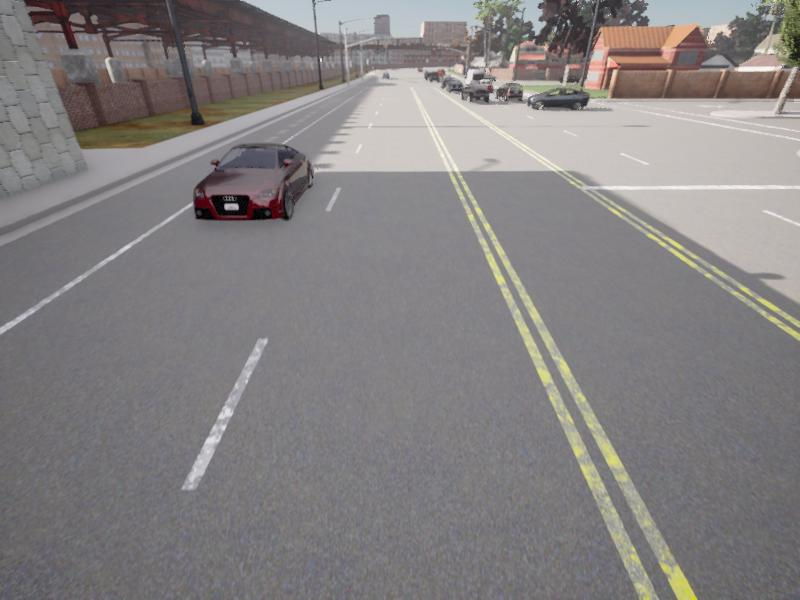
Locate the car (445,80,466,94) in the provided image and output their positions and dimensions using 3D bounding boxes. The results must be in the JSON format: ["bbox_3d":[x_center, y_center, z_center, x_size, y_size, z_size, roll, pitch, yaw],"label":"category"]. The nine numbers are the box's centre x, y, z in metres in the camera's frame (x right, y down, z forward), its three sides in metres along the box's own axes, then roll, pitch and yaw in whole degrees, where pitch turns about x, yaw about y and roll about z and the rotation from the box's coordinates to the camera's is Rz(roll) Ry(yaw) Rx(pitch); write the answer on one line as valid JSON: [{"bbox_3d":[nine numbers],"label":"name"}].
[{"bbox_3d":[7.043,-27.474,51.479,2.033,1.411,5.357,0,30,0],"label":"car"}]

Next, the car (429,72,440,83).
[{"bbox_3d":[7.092,-45.893,82.411,1.905,1.878,3.866,0,31,0],"label":"car"}]

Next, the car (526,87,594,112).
[{"bbox_3d":[12.370,-15.711,31.282,4.514,1.525,2.007,5,31,8],"label":"car"}]

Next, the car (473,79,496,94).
[{"bbox_3d":[10.578,-26.842,50.322,1.970,1.475,3.806,0,30,0],"label":"car"}]

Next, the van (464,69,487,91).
[{"bbox_3d":[10.555,-31.000,56.365,1.988,2.561,5.915,0,30,0],"label":"van"}]

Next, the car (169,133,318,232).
[{"bbox_3d":[-3.474,-3.089,9.895,1.994,1.385,4.181,0,30,0],"label":"car"}]

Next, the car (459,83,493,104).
[{"bbox_3d":[7.181,-19.736,38.181,1.837,1.490,4.892,-3,31,-5],"label":"car"}]

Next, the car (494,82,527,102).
[{"bbox_3d":[10.761,-20.404,39.257,1.789,1.549,3.705,-4,30,-6],"label":"car"}]

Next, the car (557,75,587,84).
[{"bbox_3d":[32.826,-42.147,76.428,4.892,1.490,1.837,-1,30,-1],"label":"car"}]
